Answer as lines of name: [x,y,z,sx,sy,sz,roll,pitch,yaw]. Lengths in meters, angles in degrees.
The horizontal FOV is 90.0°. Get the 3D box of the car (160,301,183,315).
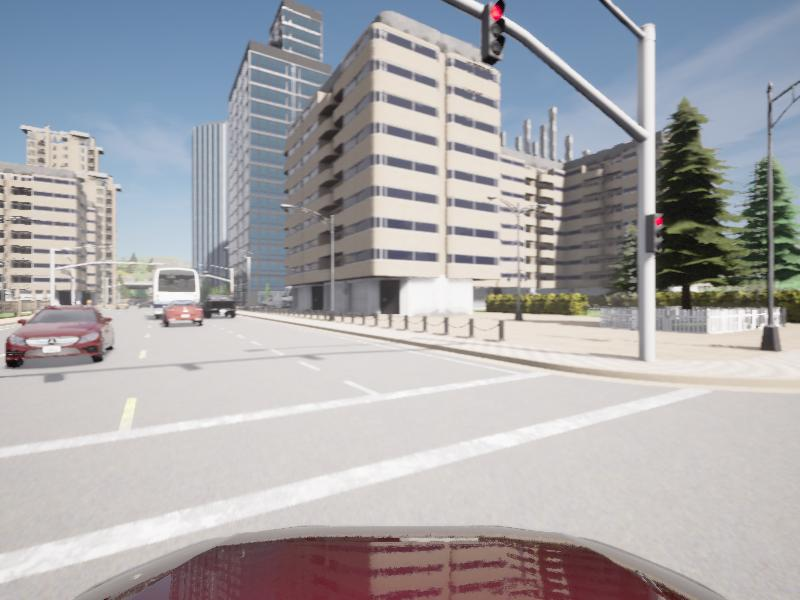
car: [-25.984,0.896,45.467,2.128,1.511,4.902,0,0,-31]

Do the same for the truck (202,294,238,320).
truck: [-16.612,0.579,36.650,2.390,2.098,6.274,0,0,-30]

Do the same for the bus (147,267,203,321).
bus: [-20.769,-0.487,36.648,3.944,4.253,10.273,0,0,-31]

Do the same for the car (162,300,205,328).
car: [-14.226,0.813,26.129,2.152,1.651,5.027,0,0,-32]

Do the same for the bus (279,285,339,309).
bus: [-17.303,-0.563,76.371,10.273,4.253,3.944,0,0,-31]

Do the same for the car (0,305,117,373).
car: [-9.312,0.892,11.309,1.812,1.442,4.674,0,0,-31]

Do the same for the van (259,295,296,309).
van: [-23.564,0.365,76.835,6.366,2.431,2.351,0,0,-31]
